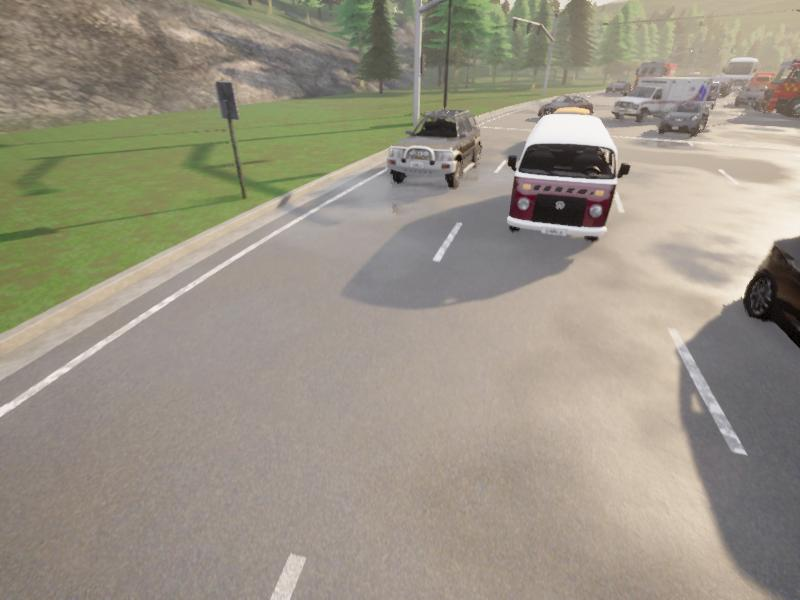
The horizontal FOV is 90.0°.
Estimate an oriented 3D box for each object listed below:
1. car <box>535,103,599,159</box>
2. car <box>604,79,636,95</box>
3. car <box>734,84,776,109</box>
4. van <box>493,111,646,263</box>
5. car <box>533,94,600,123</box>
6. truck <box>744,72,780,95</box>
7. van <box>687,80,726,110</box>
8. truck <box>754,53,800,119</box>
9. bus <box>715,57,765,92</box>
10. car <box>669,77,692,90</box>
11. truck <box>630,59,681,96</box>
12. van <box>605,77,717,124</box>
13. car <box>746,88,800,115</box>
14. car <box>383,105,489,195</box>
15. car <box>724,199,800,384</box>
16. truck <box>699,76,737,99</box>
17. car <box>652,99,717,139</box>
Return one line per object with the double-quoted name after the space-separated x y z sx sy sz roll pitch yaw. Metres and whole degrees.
7.202 -7.310 17.004 1.882 1.535 5.008 13 33 21 "car"
28.723 -27.899 52.241 2.152 1.651 5.027 23 37 34 "car"
31.523 -18.207 35.681 2.242 1.667 4.611 20 36 30 "car"
3.542 -2.773 8.734 2.069 2.038 4.480 10 32 17 "van"
10.998 -12.731 26.452 4.181 1.385 1.994 -22 37 -33 "car"
47.540 -28.442 52.491 2.627 2.467 5.204 24 38 34 "truck"
26.452 -17.773 34.535 2.069 2.038 4.480 19 35 29 "van"
30.206 -14.272 26.824 8.468 3.827 2.891 14 33 23 "truck"
51.833 -34.340 60.841 3.944 4.253 10.273 24 37 34 "bus"
44.147 -34.131 63.010 2.152 1.651 5.027 20 36 31 "car"
32.748 -28.510 51.141 2.891 3.827 8.468 24 38 34 "truck"
16.882 -13.023 25.958 6.366 2.431 2.351 -13 33 -21 "van"
30.227 -15.206 30.597 5.027 1.651 2.152 10 32 17 "car"
1.285 -4.839 12.403 1.932 1.855 4.605 11 31 18 "car"
5.332 0.399 3.896 1.816 1.474 4.193 8 31 14 "car"
37.526 -25.129 47.121 2.390 2.098 6.274 23 37 34 "truck"
14.726 -9.425 20.687 1.845 1.501 3.633 23 37 35 "car"
